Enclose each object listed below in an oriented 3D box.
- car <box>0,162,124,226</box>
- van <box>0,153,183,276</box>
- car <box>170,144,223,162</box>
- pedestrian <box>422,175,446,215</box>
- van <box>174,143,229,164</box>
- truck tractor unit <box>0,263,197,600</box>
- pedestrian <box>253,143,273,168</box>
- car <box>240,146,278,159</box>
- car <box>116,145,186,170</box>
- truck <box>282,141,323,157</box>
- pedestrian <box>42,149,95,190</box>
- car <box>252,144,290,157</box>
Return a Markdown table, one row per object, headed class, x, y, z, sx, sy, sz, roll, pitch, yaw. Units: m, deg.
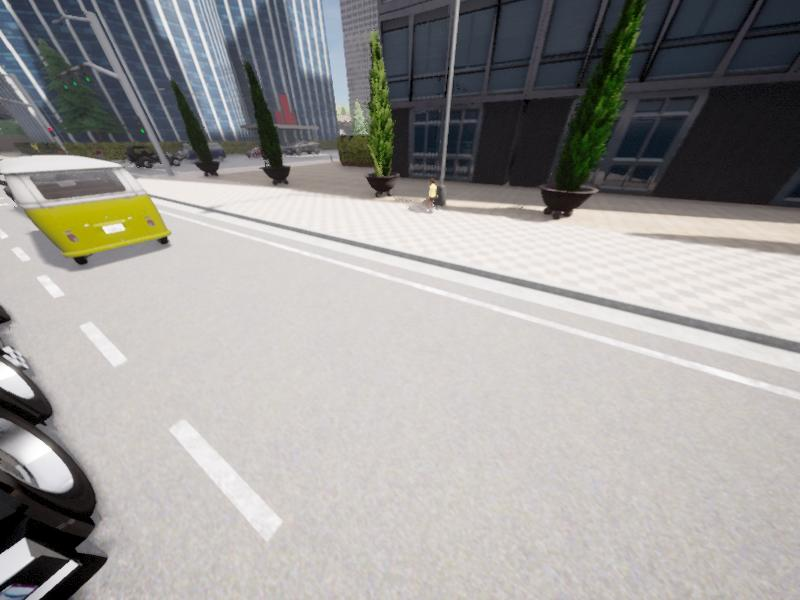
| class | x | y | z | sx | sy | sz | roll | pitch | yaw |
| --- | --- | --- | --- | --- | --- | --- | --- | --- | --- |
| car | -13.114 | -4.163 | 8.717 | 4.514 | 1.525 | 2.007 | 18 | 39 | 24 |
| van | -7.917 | -2.428 | 5.792 | 4.442 | 1.987 | 1.775 | 21 | 40 | 27 |
| car | -26.983 | -19.757 | 30.876 | 1.932 | 1.855 | 4.605 | 18 | 39 | 24 |
| pedestrian | 1.128 | -3.530 | 7.783 | 0.500 | 1.100 | 0.500 | 28 | 44 | 34 |
| van | -24.442 | -18.313 | 28.694 | 1.775 | 1.987 | 4.442 | 18 | 39 | 24 |
| truck tractor unit | -5.116 | -0.293 | 0.794 | 6.516 | 4.208 | 3.053 | 18 | 39 | 25 |
| pedestrian | -12.477 | -13.227 | 21.120 | 0.751 | 1.860 | 0.751 | 16 | 38 | 22 |
| car | -20.746 | -21.836 | 34.172 | 1.816 | 1.474 | 4.193 | 18 | 39 | 24 |
| car | -24.454 | -14.208 | 22.885 | 1.905 | 1.878 | 3.866 | 18 | 39 | 24 |
| truck | -16.643 | -26.247 | 39.932 | 2.390 | 2.098 | 6.274 | 18 | 39 | 24 |
| pedestrian | -18.284 | -7.214 | 12.794 | 0.751 | 1.860 | 0.751 | 17 | 38 | 23 |
| car | -21.498 | -25.192 | 38.862 | 2.152 | 1.651 | 5.027 | 18 | 39 | 24 |
